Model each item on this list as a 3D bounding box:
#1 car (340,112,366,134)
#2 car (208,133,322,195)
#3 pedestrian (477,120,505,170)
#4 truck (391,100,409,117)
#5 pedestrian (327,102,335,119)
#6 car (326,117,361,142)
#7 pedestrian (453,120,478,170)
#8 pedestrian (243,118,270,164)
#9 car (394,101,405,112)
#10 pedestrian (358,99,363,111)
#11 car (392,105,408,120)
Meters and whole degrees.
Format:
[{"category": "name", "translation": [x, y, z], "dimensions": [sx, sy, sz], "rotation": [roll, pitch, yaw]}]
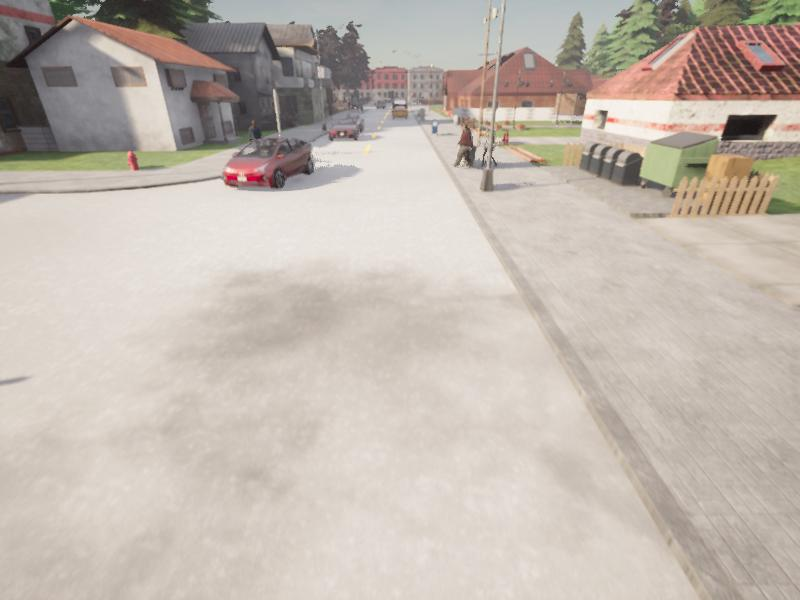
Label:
[{"category": "car", "translation": [-3.997, -15.420, 34.699], "dimensions": [1.845, 1.501, 3.633], "rotation": [0, 27, 0]}, {"category": "car", "translation": [-4.838, -5.326, 15.223], "dimensions": [2.007, 1.525, 4.514], "rotation": [5, 28, 11]}, {"category": "pedestrian", "translation": [3.796, -6.518, 16.803], "dimensions": [0.751, 1.860, 0.751], "rotation": [-7, 28, -13]}, {"category": "truck", "translation": [0.000, -28.028, 58.387], "dimensions": [2.390, 2.098, 6.274], "rotation": [0, 27, 0]}, {"category": "pedestrian", "translation": [-8.610, -23.668, 50.030], "dimensions": [0.751, 1.860, 0.751], "rotation": [-1, 27, -1]}, {"category": "car", "translation": [-4.001, -12.471, 29.182], "dimensions": [1.994, 1.385, 4.181], "rotation": [-1, 27, -1]}, {"category": "pedestrian", "translation": [2.687, -6.434, 16.652], "dimensions": [0.751, 1.860, 0.751], "rotation": [-2, 27, -4]}, {"category": "pedestrian", "translation": [-6.622, -7.349, 18.505], "dimensions": [0.751, 1.860, 0.751], "rotation": [-15, 31, -26]}, {"category": "car", "translation": [-0.058, -34.478, 71.374], "dimensions": [1.851, 1.617, 3.988], "rotation": [0, 27, 1]}, {"category": "pedestrian", "translation": [-7.193, -35.418, 72.682], "dimensions": [0.751, 1.860, 0.751], "rotation": [2, 27, 4]}, {"category": "car", "translation": [0.004, -24.345, 51.887], "dimensions": [1.882, 1.535, 5.008], "rotation": [0, 27, 0]}]
